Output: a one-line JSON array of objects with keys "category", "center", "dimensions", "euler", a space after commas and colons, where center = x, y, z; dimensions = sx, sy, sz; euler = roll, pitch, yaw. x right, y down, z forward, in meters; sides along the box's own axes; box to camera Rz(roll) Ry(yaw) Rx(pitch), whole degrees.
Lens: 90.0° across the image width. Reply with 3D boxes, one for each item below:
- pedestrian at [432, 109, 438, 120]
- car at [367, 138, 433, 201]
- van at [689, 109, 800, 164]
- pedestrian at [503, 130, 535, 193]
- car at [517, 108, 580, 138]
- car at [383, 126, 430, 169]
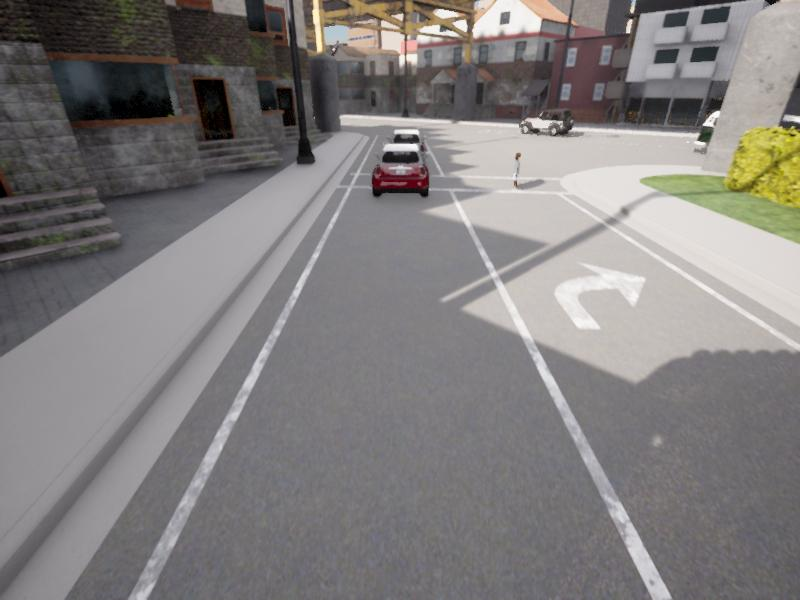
[{"category": "pedestrian", "center": [4.065, -21.556, 46.455], "dimensions": [0.500, 1.100, 0.500], "euler": [-17, 32, -28]}, {"category": "car", "center": [0.055, -4.650, 13.893], "dimensions": [1.970, 1.475, 3.806], "euler": [0, 27, 1]}, {"category": "van", "center": [17.874, -8.399, 20.310], "dimensions": [2.069, 2.038, 4.480], "euler": [-25, 38, -38]}, {"category": "pedestrian", "center": [3.928, -4.611, 13.315], "dimensions": [0.751, 1.860, 0.751], "euler": [6, 28, 12]}, {"category": "car", "center": [11.298, -13.653, 30.684], "dimensions": [1.905, 1.878, 3.866], "euler": [-25, 36, -39]}, {"category": "car", "center": [0.309, -7.336, 19.066], "dimensions": [1.970, 1.475, 3.806], "euler": [0, 27, 1]}]
